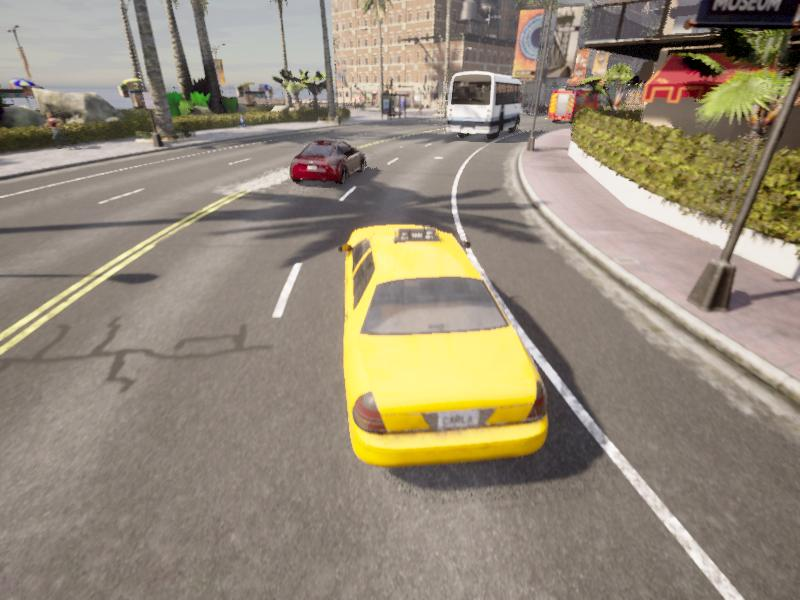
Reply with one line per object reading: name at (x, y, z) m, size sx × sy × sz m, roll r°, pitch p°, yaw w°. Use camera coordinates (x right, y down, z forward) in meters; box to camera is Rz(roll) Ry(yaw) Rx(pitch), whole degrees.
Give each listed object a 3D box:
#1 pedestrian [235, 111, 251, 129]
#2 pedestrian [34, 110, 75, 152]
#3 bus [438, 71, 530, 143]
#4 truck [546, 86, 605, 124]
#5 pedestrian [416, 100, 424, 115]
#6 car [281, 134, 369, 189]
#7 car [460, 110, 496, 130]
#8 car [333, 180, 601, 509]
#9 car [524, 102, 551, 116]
pedestrian at (-13.088, -14.975, 33.292) m, size 0.751 × 1.300 × 0.751 m, roll 12°, pitch 30°, yaw 21°
pedestrian at (-17.447, -8.564, 20.261) m, size 0.751 × 1.860 × 0.751 m, roll 4°, pitch 28°, yaw 7°
bus at (6.804, -15.076, 31.079) m, size 3.944 × 4.253 × 10.273 m, roll 13°, pitch 30°, yaw 23°
truck at (21.090, -23.379, 47.807) m, size 2.891 × 3.827 × 8.468 m, roll 24°, pitch 35°, yaw 37°
pedestrian at (2.826, -26.606, 55.389) m, size 0.751 × 1.860 × 0.751 m, roll 21°, pitch 34°, yaw 34°
car at (-2.714, -5.528, 15.638) m, size 1.994 × 1.385 × 4.181 m, roll 5°, pitch 28°, yaw 8°
car at (7.497, -17.351, 38.475) m, size 1.970 × 1.475 × 3.806 m, roll 17°, pitch 32°, yaw 28°
car at (0.160, -0.270, 5.349) m, size 1.801 × 1.575 × 5.366 m, roll -3°, pitch 28°, yaw -6°
car at (21.300, -29.626, 61.948) m, size 1.932 × 1.855 × 4.605 m, roll 24°, pitch 35°, yaw 38°
